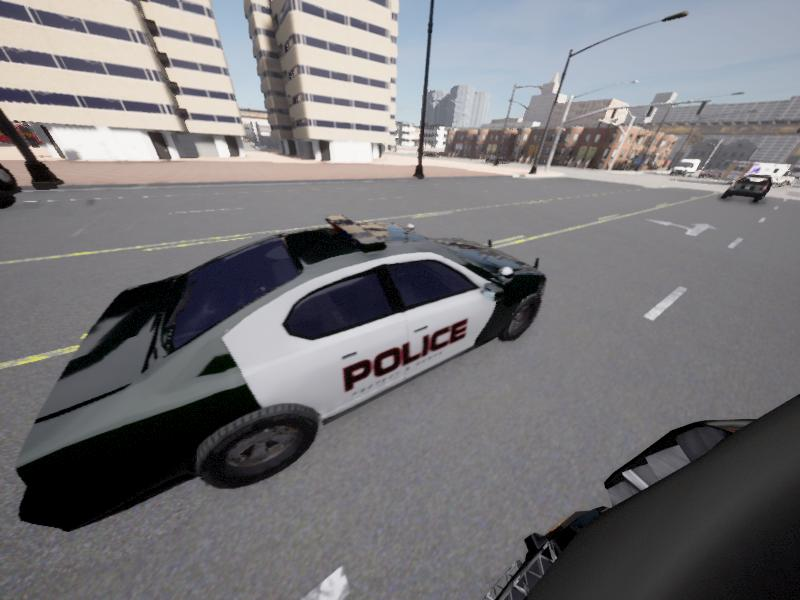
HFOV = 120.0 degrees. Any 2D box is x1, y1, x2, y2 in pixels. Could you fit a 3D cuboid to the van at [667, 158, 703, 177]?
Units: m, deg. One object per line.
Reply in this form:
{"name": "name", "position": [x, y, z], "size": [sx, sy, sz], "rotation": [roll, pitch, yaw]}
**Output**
{"name": "van", "position": [49.081, -22.761, 39.741], "size": [5.915, 2.561, 1.988], "rotation": [-17, 39, -28]}

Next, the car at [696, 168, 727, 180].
{"name": "car", "position": [50.184, -20.337, 37.233], "size": [4.181, 1.385, 1.994], "rotation": [-17, 38, -27]}

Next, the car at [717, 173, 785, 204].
{"name": "car", "position": [25.518, -8.186, 16.801], "size": [3.988, 1.617, 1.851], "rotation": [-17, 39, -28]}

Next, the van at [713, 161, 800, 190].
{"name": "van", "position": [42.710, -14.814, 27.402], "size": [6.366, 2.431, 2.351], "rotation": [5, 36, 2]}

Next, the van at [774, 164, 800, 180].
{"name": "van", "position": [84.816, -27.797, 50.086], "size": [1.988, 2.561, 5.915], "rotation": [30, 42, 33]}

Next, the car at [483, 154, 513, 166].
{"name": "car", "position": [19.701, -28.235, 46.543], "size": [1.930, 1.638, 5.238], "rotation": [-17, 39, -28]}

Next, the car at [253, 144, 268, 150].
{"name": "car", "position": [-41.879, -45.850, 69.362], "size": [3.633, 1.501, 1.845], "rotation": [-20, 40, -28]}

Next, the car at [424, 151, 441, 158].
{"name": "car", "position": [9.228, -41.339, 65.604], "size": [2.128, 1.511, 4.902], "rotation": [-17, 38, -28]}

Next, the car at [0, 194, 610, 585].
{"name": "car", "position": [-0.143, -0.144, 2.769], "size": [4.974, 1.542, 2.038], "rotation": [-17, 38, -28]}

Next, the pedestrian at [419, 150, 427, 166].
{"name": "pedestrian", "position": [3.265, -20.344, 33.142], "size": [0.751, 1.860, 0.751], "rotation": [-7, 35, -15]}

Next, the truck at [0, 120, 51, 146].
{"name": "truck", "position": [-74.063, -31.271, 43.129], "size": [8.468, 3.827, 2.891], "rotation": [-18, 39, -29]}

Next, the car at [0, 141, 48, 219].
{"name": "car", "position": [-13.189, -3.077, 5.862], "size": [3.866, 1.878, 1.905], "rotation": [-17, 39, -28]}
